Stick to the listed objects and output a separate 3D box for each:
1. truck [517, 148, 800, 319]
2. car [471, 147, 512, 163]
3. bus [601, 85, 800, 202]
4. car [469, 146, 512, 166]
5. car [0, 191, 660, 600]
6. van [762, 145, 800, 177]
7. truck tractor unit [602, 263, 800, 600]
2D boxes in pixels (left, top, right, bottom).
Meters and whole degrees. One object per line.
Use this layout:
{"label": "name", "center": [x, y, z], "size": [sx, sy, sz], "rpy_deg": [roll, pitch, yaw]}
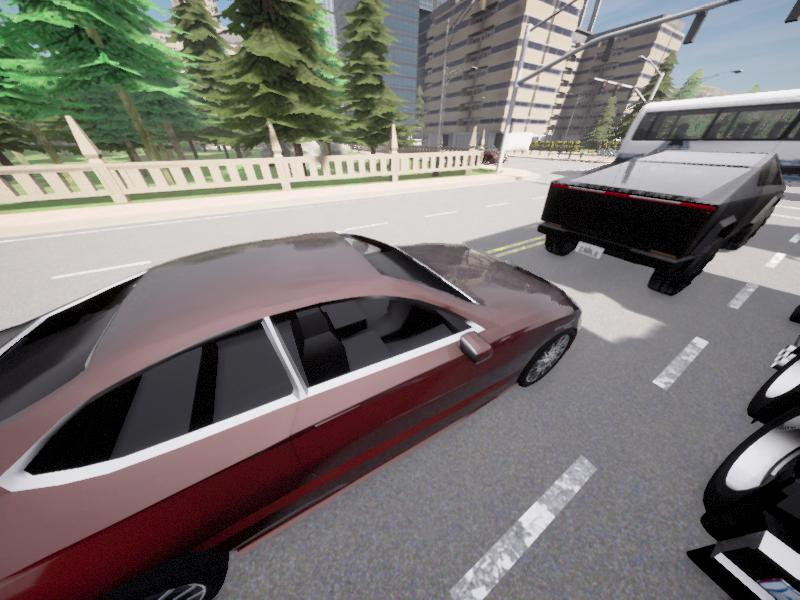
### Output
{"label": "truck", "center": [5.998, -2.041, 5.127], "size": [6.274, 2.098, 2.390], "rpy_deg": [-18, 39, -24]}
{"label": "car", "center": [11.420, -18.402, 29.204], "size": [1.812, 1.442, 4.674], "rpy_deg": [-18, 39, -24]}
{"label": "bus", "center": [18.494, -8.315, 12.333], "size": [3.944, 4.253, 10.273], "rpy_deg": [-17, 38, -23]}
{"label": "car", "center": [9.871, -16.002, 25.609], "size": [1.851, 1.617, 3.988], "rpy_deg": [-18, 39, -24]}
{"label": "car", "center": [-0.491, 0.275, 2.177], "size": [5.027, 1.651, 2.152], "rpy_deg": [-18, 39, -24]}
{"label": "van", "center": [32.599, -11.128, 18.440], "size": [4.442, 1.987, 1.775], "rpy_deg": [-8, 36, -12]}
{"label": "truck tractor unit", "center": [5.111, -0.299, 0.789], "size": [6.516, 4.208, 3.053], "rpy_deg": [-18, 39, -24]}
